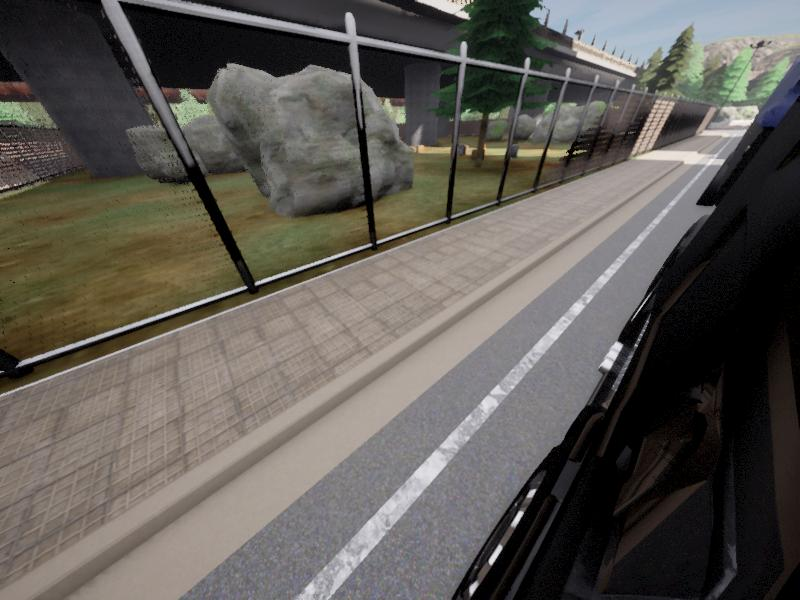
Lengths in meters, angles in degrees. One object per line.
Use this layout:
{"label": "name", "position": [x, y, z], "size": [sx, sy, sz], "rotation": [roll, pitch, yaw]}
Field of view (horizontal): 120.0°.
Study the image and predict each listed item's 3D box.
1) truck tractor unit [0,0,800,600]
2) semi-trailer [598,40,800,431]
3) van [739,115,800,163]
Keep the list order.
{"label": "truck tractor unit", "position": [2.645, -0.295, 0.352], "size": [6.516, 4.208, 3.053], "rotation": [-28, 44, -30]}
{"label": "semi-trailer", "position": [8.708, -3.581, 4.243], "size": [14.254, 4.402, 2.717], "rotation": [-28, 44, -30]}
{"label": "van", "position": [22.123, -9.134, 12.983], "size": [4.480, 2.038, 2.069], "rotation": [-21, 39, -24]}
